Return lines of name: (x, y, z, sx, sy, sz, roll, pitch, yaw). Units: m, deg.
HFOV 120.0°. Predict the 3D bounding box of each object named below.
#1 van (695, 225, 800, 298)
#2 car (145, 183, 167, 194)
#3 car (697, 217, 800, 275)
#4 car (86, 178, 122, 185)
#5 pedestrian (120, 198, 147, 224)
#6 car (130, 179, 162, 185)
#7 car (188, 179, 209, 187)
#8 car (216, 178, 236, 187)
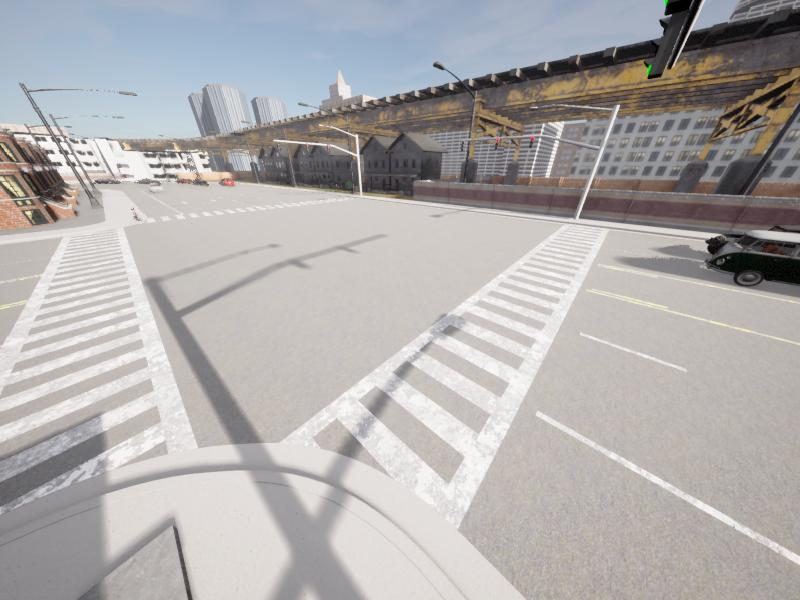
van: (15.097, -1.334, 8.626, 4.442, 1.987, 1.775, 24, 38, 35)
car: (-44.608, -20.431, 42.245, 4.674, 1.442, 1.812, 23, 37, 34)
car: (17.553, -2.545, 10.819, 3.866, 1.878, 1.905, 24, 38, 35)
car: (-77.760, -31.128, 60.823, 5.357, 1.411, 2.033, -11, 32, -19)
pedestrian: (-22.229, -7.430, 19.263, 0.751, 1.860, 0.751, 21, 36, 31)
car: (-66.015, -30.678, 60.045, 5.357, 1.411, 2.033, -1, 30, -2)
car: (-49.465, -28.847, 56.774, 4.892, 1.490, 1.837, 16, 33, 25)
car: (-42.519, -28.767, 56.457, 4.611, 1.667, 2.242, 21, 36, 32)
